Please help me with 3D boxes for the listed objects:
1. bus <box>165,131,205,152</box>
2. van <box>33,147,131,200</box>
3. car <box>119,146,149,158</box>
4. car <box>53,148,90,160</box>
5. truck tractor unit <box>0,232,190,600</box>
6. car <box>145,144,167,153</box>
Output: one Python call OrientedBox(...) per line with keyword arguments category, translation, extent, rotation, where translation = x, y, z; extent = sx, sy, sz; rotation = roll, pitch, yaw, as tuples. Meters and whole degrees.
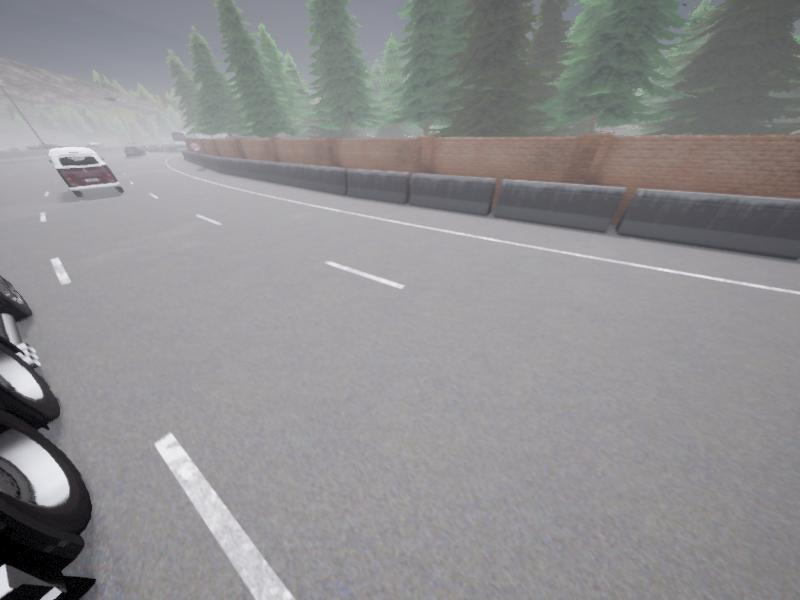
OrientedBox(category="bus", translation=(-55.812, -41.388, 60.515), extent=(3.944, 4.253, 10.273), rotation=(-13, 37, -18))
OrientedBox(category="van", translation=(-16.831, -6.929, 12.369), extent=(4.480, 2.038, 2.069), rotation=(26, 43, 32))
OrientedBox(category="car", translation=(-46.750, -26.151, 40.716), extent=(2.033, 1.649, 4.856), rotation=(-19, 39, -25))
OrientedBox(category="car", translation=(-51.804, -23.084, 36.533), extent=(1.994, 1.385, 4.181), rotation=(-20, 39, -26))
OrientedBox(category="truck tractor unit", translation=(-5.055, -0.352, 0.864), extent=(6.516, 4.208, 3.053), rotation=(20, 40, 27))
OrientedBox(category="car", translation=(-61.856, -38.437, 58.587), extent=(2.033, 1.649, 4.856), rotation=(-13, 37, -18))
